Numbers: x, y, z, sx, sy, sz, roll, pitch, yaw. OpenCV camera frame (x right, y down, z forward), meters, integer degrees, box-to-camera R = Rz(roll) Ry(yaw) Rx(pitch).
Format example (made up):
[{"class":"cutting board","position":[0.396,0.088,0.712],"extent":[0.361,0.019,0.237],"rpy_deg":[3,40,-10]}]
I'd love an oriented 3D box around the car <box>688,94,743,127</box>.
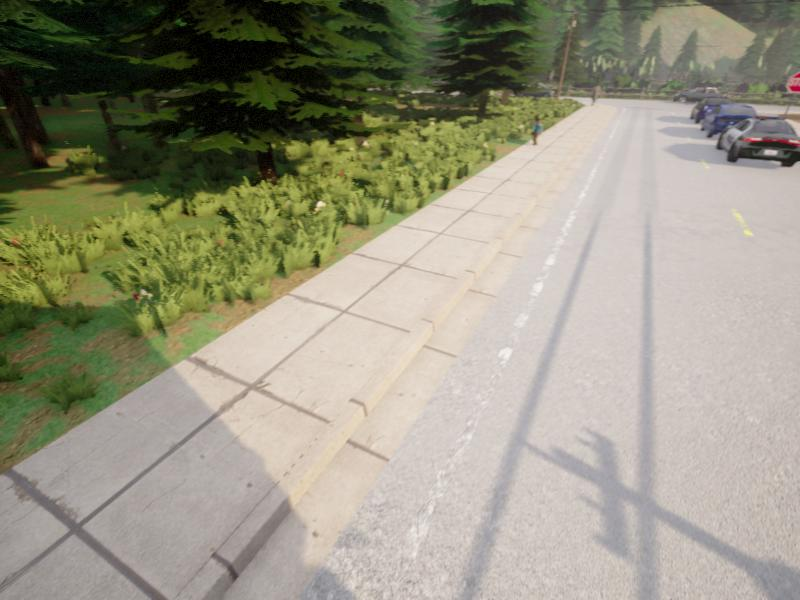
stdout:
[{"class":"car","position":[20.429,-12.438,26.133],"extent":[2.007,1.525,4.514],"rpy_deg":[15,33,24]}]

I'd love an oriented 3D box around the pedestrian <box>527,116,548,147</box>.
[{"class":"pedestrian","position":[5.709,-7.002,16.634],"extent":[0.500,1.100,0.500],"rpy_deg":[23,37,33]}]

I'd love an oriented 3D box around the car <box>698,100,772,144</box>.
[{"class":"car","position":[17.191,-9.375,20.831],"extent":[1.882,1.535,5.008],"rpy_deg":[15,33,24]}]

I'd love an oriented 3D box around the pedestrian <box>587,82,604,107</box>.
[{"class":"pedestrian","position":[16.450,-17.329,33.718],"extent":[0.751,1.860,0.751],"rpy_deg":[4,31,6]}]

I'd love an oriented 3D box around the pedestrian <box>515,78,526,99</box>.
[{"class":"pedestrian","position":[12.232,-21.429,40.559],"extent":[0.751,1.860,0.751],"rpy_deg":[6,31,9]}]

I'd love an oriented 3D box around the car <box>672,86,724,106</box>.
[{"class":"car","position":[29.197,-20.083,39.342],"extent":[3.806,1.475,1.970],"rpy_deg":[17,34,26]}]

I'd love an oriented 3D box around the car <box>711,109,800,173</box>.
[{"class":"car","position":[14.012,-6.368,15.644],"extent":[2.038,1.542,4.974],"rpy_deg":[16,33,24]}]

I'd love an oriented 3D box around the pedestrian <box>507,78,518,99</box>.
[{"class":"pedestrian","position":[11.403,-21.503,40.669],"extent":[0.751,1.860,0.751],"rpy_deg":[6,31,10]}]

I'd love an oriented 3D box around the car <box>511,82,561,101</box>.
[{"class":"car","position":[14.601,-22.523,43.153],"extent":[4.514,1.525,2.007],"rpy_deg":[18,35,27]}]
